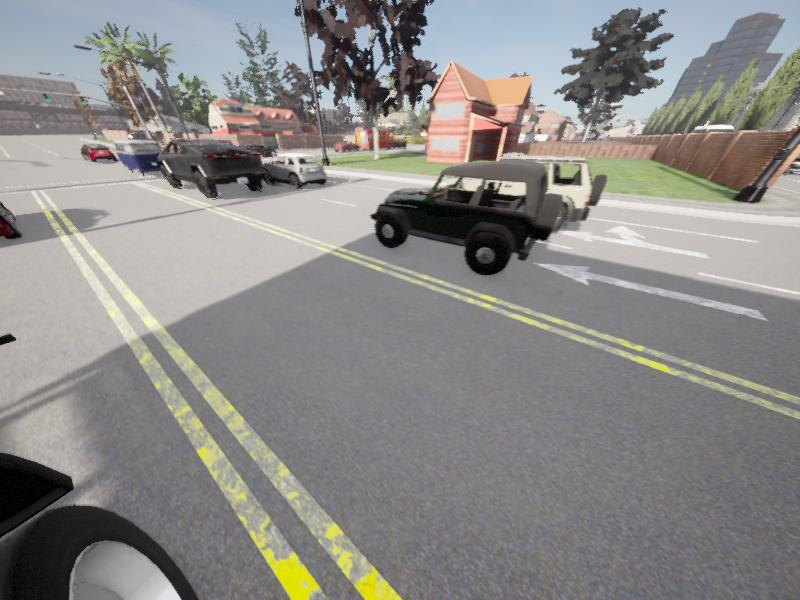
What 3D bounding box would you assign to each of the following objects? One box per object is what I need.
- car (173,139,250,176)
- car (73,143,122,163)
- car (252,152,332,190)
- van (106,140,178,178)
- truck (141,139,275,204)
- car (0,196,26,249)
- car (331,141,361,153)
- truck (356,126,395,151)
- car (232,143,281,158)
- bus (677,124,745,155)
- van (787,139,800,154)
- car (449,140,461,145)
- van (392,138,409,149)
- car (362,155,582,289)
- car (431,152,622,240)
[{"bbox_3d":[-14.191,-10.870,17.405,5.566,2.045,2.150,22,41,28],"label":"car"},{"bbox_3d":[-30.791,-14.984,23.493,4.514,1.525,2.007,22,41,28],"label":"car"},{"bbox_3d":[-6.006,-7.305,12.921,3.806,1.475,1.970,22,41,28],"label":"car"},{"bbox_3d":[-17.878,-9.890,16.031,4.442,1.987,1.775,22,41,28],"label":"van"},{"bbox_3d":[-9.188,-6.385,11.046,6.274,2.098,2.390,22,41,28],"label":"truck"},{"bbox_3d":[-11.733,-2.219,5.753,4.181,1.385,1.994,22,41,28],"label":"car"},{"bbox_3d":[-9.366,-27.074,40.777,2.152,1.651,5.027,21,40,27],"label":"car"},{"bbox_3d":[-4.670,-32.051,45.963,2.891,3.827,8.468,21,40,27],"label":"truck"},{"bbox_3d":[-18.341,-19.285,29.770,1.837,1.490,4.892,20,38,25],"label":"car"},{"bbox_3d":[56.961,-29.739,42.885,3.944,4.253,10.273,22,41,27],"label":"bus"},{"bbox_3d":[79.868,-29.004,43.519,6.366,2.431,2.351,18,39,27],"label":"van"},{"bbox_3d":[19.554,-55.821,81.851,1.801,1.575,5.366,21,40,27],"label":"car"},{"bbox_3d":[0.117,-35.614,52.651,1.775,1.987,4.442,19,39,25],"label":"van"},{"bbox_3d":[1.322,-2.043,5.169,3.866,1.878,1.905,21,40,28],"label":"car"},{"bbox_3d":[3.542,-3.536,7.309,4.605,1.855,1.932,22,40,29],"label":"car"}]
